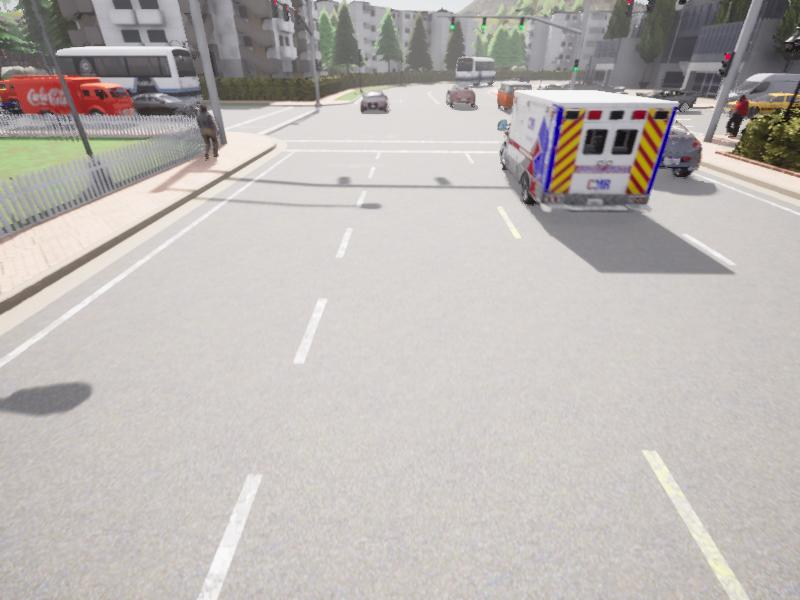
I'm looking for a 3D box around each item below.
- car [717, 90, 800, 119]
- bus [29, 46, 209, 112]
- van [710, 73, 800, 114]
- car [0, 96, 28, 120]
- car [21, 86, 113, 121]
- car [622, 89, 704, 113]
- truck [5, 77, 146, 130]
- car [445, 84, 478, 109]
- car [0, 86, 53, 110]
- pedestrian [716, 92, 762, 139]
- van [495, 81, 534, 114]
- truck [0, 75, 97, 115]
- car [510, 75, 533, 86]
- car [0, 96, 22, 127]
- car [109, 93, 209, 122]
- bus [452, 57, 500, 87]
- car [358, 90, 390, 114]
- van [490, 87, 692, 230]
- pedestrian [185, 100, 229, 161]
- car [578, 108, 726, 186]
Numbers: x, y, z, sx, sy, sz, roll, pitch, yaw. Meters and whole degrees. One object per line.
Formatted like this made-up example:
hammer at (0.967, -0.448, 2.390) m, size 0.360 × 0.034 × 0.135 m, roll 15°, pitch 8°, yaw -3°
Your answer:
car at (24.966, -13.145, 26.891) m, size 5.366 × 1.575 × 1.801 m, roll 2°, pitch 30°, yaw 3°
bus at (-21.425, -17.264, 31.287) m, size 10.273 × 4.253 × 3.944 m, roll 1°, pitch 30°, yaw 3°
van at (27.111, -15.290, 29.609) m, size 5.915 × 2.561 × 1.988 m, roll 2°, pitch 30°, yaw 3°
car at (-27.933, -12.683, 26.385) m, size 4.718 × 1.301 × 1.895 m, roll 2°, pitch 30°, yaw 3°
car at (-21.466, -12.766, 25.937) m, size 3.866 × 1.878 × 1.905 m, roll 1°, pitch 30°, yaw 2°
car at (19.711, -15.036, 30.176) m, size 4.514 × 1.525 × 2.007 m, roll 2°, pitch 30°, yaw 3°
truck at (-18.040, -11.155, 22.612) m, size 5.204 × 2.467 × 2.627 m, roll 2°, pitch 30°, yaw 3°
car at (5.258, -17.783, 34.775) m, size 2.152 × 1.651 × 5.027 m, roll 0°, pitch 30°, yaw 1°
car at (-31.830, -16.450, 32.541) m, size 5.366 × 1.575 × 1.801 m, roll 2°, pitch 30°, yaw 3°
pedestrian at (15.206, -8.305, 17.994) m, size 0.751 × 1.860 × 0.751 m, roll 4°, pitch 31°, yaw 7°
van at (8.667, -15.607, 30.696) m, size 1.775 × 1.987 × 4.442 m, roll 1°, pitch 30°, yaw 1°
truck at (-25.922, -14.905, 29.019) m, size 5.204 × 2.467 × 2.627 m, roll 2°, pitch 30°, yaw 3°
car at (22.083, -40.000, 72.754) m, size 3.988 × 1.617 × 1.851 m, roll -25°, pitch 38°, yaw -36°
car at (-25.387, -10.930, 23.193) m, size 4.892 × 1.490 × 1.837 m, roll 2°, pitch 30°, yaw 3°
car at (-15.400, -12.441, 25.758) m, size 4.902 × 1.511 × 2.128 m, roll 2°, pitch 30°, yaw 3°
bus at (13.021, -38.796, 68.081) m, size 3.944 × 4.253 × 10.273 m, roll 18°, pitch 35°, yaw 28°
car at (-1.859, -15.100, 30.443) m, size 1.994 × 1.385 × 4.181 m, roll 1°, pitch 30°, yaw 2°
van at (4.268, -4.173, 10.722) m, size 2.351 × 2.431 × 6.366 m, roll 1°, pitch 30°, yaw 1°
pedestrian at (-6.614, -5.844, 13.795) m, size 0.751 × 1.860 × 0.751 m, roll 1°, pitch 30°, yaw 2°
car at (8.064, -5.380, 13.580) m, size 2.152 × 1.651 × 5.027 m, roll 3°, pitch 30°, yaw 5°
